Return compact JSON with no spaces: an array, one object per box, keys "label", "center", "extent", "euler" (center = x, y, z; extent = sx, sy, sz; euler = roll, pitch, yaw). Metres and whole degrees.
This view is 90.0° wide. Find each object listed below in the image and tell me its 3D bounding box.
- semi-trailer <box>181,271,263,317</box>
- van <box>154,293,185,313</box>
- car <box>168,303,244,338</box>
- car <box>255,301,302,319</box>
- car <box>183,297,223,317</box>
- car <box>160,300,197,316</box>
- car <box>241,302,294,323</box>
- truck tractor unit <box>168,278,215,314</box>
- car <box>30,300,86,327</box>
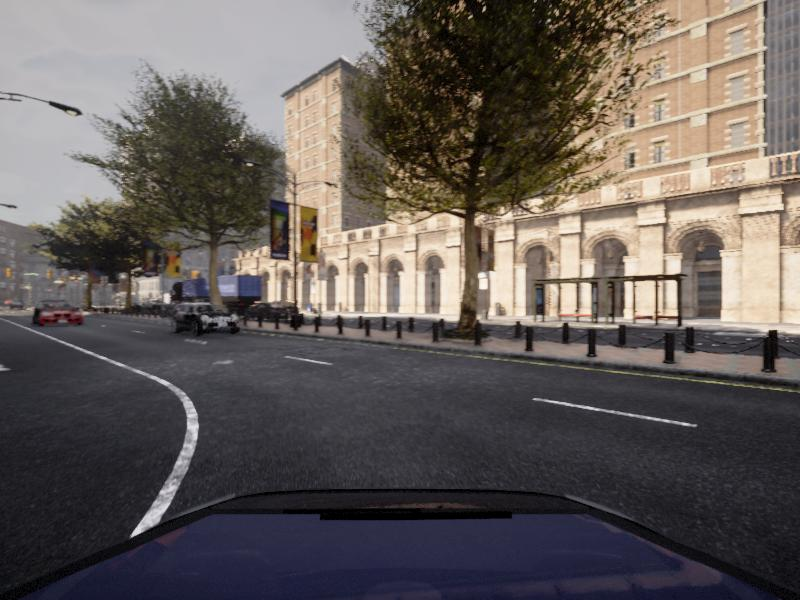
[{"label":"semi-trailer","center":[-20.071,-0.552,44.287],"extent":[14.254,4.402,2.717],"euler":[0,0,42]},{"label":"van","center":[-31.514,0.422,54.606],"extent":[5.915,2.561,1.988],"euler":[0,0,42]},{"label":"car","center":[-9.303,0.885,19.091],"extent":[3.806,1.475,1.970],"euler":[0,0,42]},{"label":"car","center":[-11.012,0.889,36.125],"extent":[4.892,1.490,1.837],"euler":[0,0,42]},{"label":"car","center":[-19.065,0.709,38.666],"extent":[4.605,1.855,1.932],"euler":[-2,-1,42]},{"label":"car","center":[-23.872,0.854,43.001],"extent":[4.856,1.649,2.033],"euler":[0,0,42]},{"label":"car","center":[-10.279,0.909,30.784],"extent":[4.674,1.442,1.812],"euler":[0,0,42]},{"label":"truck tractor unit","center":[-25.957,-0.414,49.588],"extent":[6.516,4.208,3.053],"euler":[0,0,42]},{"label":"car","center":[-22.684,0.821,26.450],"extent":[4.611,1.667,2.242],"euler":[0,0,42]}]
